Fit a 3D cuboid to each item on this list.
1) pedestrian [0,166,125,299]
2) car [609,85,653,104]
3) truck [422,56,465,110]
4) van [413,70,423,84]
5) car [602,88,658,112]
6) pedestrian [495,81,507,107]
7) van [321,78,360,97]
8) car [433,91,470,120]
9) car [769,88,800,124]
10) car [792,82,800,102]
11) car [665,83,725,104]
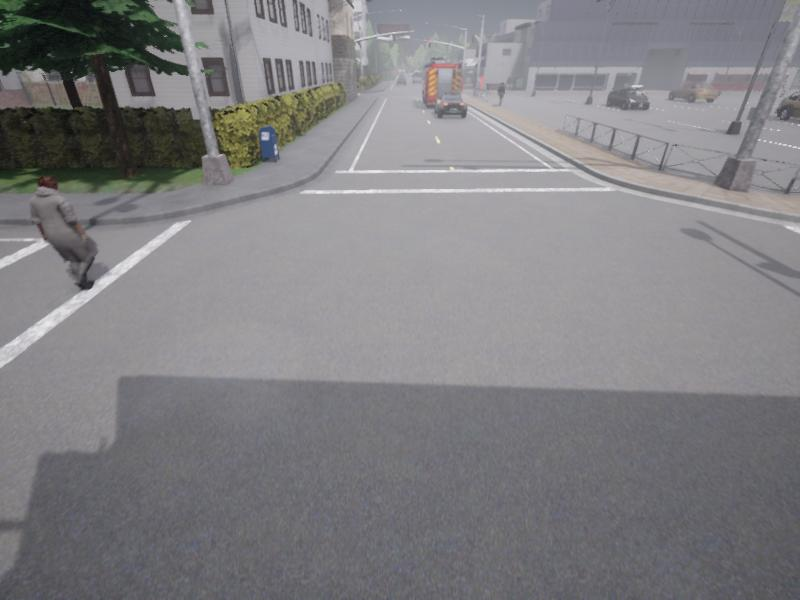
[{"bbox_3d":[-5.233,-1.041,6.251,0.751,1.860,0.751,5,31,9],"label":"pedestrian"},{"bbox_3d":[22.742,-20.376,39.524,1.970,1.475,3.806,0,30,0],"label":"car"},{"bbox_3d":[3.670,-19.620,36.042,2.891,3.827,8.468,0,30,0],"label":"truck"},{"bbox_3d":[3.883,-49.663,88.988,1.988,2.561,5.915,0,30,0],"label":"van"},{"bbox_3d":[19.073,-16.781,33.464,2.007,1.523,4.514,0,30,0],"label":"car"},{"bbox_3d":[8.611,-17.534,34.058,0.751,1.860,0.751,8,31,14],"label":"pedestrian"},{"bbox_3d":[-7.683,-27.572,51.845,4.480,2.038,2.069,2,30,4],"label":"van"},{"bbox_3d":[3.632,-14.149,28.908,2.038,1.542,4.974,0,30,0],"label":"car"},{"bbox_3d":[26.007,-11.920,24.704,1.932,1.855,4.605,0,30,0],"label":"car"},{"bbox_3d":[41.954,-20.658,39.716,1.905,1.878,3.866,0,30,0],"label":"car"},{"bbox_3d":[29.159,-20.601,39.761,2.152,1.636,5.027,0,30,0],"label":"car"}]
